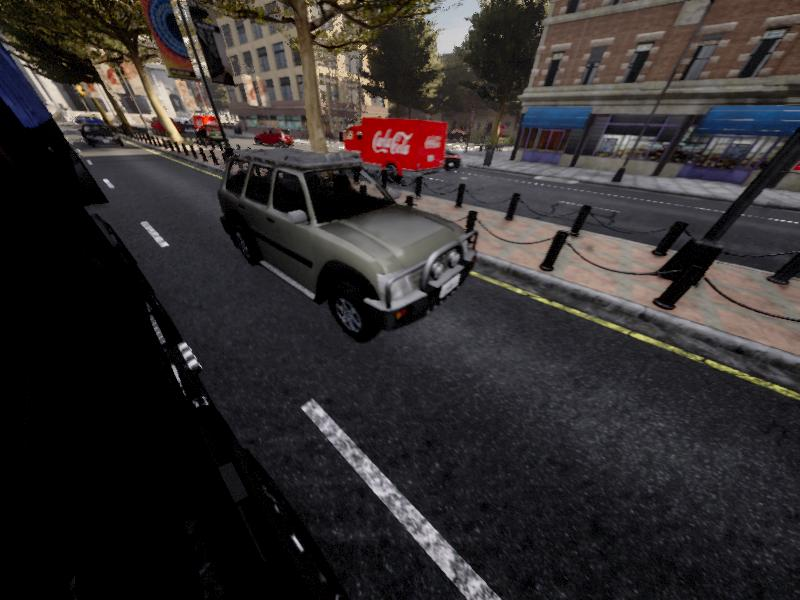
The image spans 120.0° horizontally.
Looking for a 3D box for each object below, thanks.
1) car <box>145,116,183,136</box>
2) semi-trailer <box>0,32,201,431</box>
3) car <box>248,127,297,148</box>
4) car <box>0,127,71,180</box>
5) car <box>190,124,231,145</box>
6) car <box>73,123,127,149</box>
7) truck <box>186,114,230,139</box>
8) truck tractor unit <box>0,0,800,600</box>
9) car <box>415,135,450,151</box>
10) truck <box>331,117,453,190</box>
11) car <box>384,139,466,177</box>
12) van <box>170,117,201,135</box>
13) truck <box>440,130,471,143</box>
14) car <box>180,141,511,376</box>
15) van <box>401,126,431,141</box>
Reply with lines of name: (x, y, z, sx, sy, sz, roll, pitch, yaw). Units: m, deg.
car: (-33.679, -24.843, 32.983, 5.566, 2.045, 2.150, 28, 44, 30)
semi-trailer: (-8.646, -3.642, 4.275, 14.254, 4.402, 2.717, 29, 44, 30)
car: (-13.622, -17.495, 24.814, 3.988, 1.617, 1.851, 11, 38, 10)
car: (-16.529, -6.535, 10.077, 4.892, 1.490, 1.837, 28, 43, 30)
car: (-19.880, -17.338, 24.204, 3.988, 1.617, 1.851, 28, 44, 30)
car: (-24.230, -13.284, 18.644, 4.674, 1.442, 1.812, 28, 43, 30)
truck: (-26.577, -23.956, 31.935, 5.204, 2.467, 2.627, 29, 44, 29)
truck tractor unit: (-2.645, -0.295, 0.351, 6.516, 4.208, 3.053, 28, 44, 30)
car: (4.206, -20.076, 29.461, 1.882, 1.535, 5.008, 26, 43, 28)
truck: (-0.533, -7.420, 11.467, 5.204, 2.467, 2.627, 28, 44, 30)
car: (1.371, -9.164, 14.702, 2.038, 1.542, 4.974, -26, 46, -34)
van: (-34.386, -27.944, 37.088, 4.480, 2.038, 2.069, 28, 44, 30)
truck: (11.879, -35.517, 50.117, 2.390, 2.098, 6.274, -20, 42, -29)
car: (-1.165, -1.271, 3.704, 4.605, 1.855, 1.932, 28, 44, 30)
van: (3.507, -37.617, 52.114, 6.366, 2.431, 2.351, 28, 44, 30)
